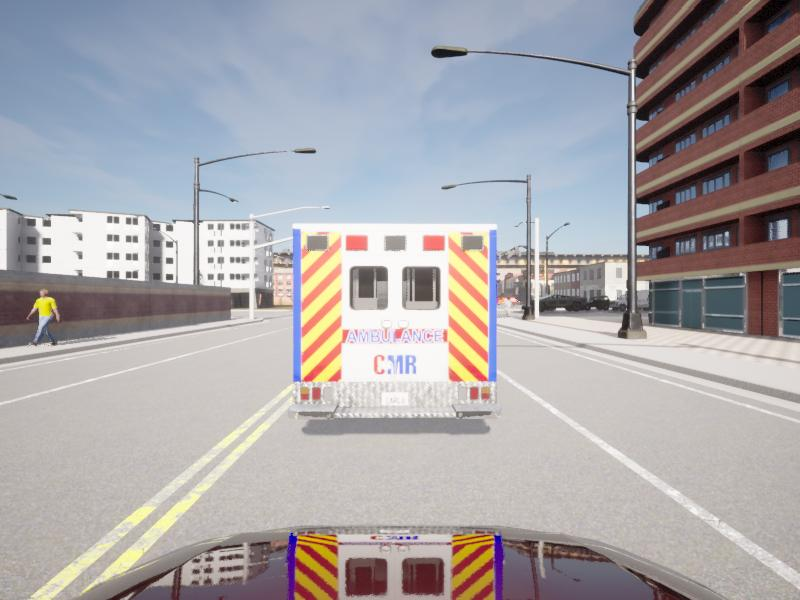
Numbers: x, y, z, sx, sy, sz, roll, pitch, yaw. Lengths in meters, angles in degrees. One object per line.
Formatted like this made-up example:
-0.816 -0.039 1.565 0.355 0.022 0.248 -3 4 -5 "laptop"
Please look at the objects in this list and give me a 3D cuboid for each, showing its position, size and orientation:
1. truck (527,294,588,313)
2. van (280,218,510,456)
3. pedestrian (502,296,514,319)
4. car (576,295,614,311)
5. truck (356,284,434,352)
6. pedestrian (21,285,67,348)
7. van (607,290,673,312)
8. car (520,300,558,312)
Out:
18.633 0.385 47.550 6.274 2.098 2.390 -1 0 0 "truck"
-0.088 0.378 7.271 2.351 2.431 6.366 0 0 -1 "van"
8.884 0.584 32.836 0.751 1.860 0.751 0 0 -4 "pedestrian"
24.797 0.402 51.002 3.866 1.878 1.905 -1 0 0 "car"
-0.191 0.542 15.509 2.390 2.098 6.274 0 0 -1 "truck"
-10.832 0.487 12.191 0.751 1.860 0.751 0 0 -1 "pedestrian"
28.362 0.074 47.475 6.366 2.431 2.351 -1 0 0 "van"
17.686 0.766 51.057 4.181 1.385 1.994 -1 0 0 "car"
